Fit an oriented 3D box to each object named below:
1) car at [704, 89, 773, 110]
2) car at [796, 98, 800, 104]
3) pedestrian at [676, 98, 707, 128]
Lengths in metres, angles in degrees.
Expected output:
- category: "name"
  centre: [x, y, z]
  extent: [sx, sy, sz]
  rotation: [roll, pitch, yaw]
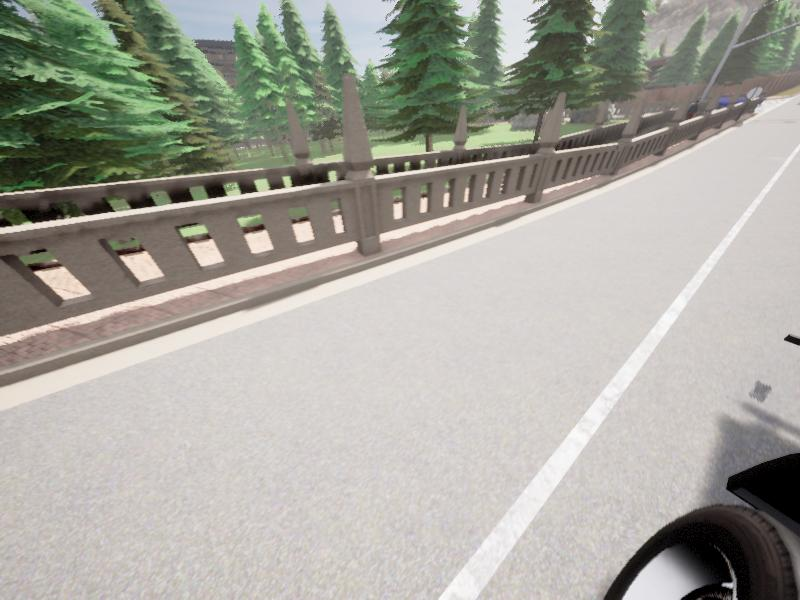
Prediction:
- category: "car"
  centre: [42.589, -25.300, 29.197]
  extent: [2.007, 1.525, 4.514]
  rotation: [-29, 43, -25]
- category: "car"
  centre: [47.365, -22.454, 24.720]
  extent: [4.553, 1.767, 2.097]
  rotation: [29, 51, 36]
- category: "pedestrian"
  centre: [24.574, -15.739, 19.487]
  extent: [0.751, 1.860, 0.751]
  rotation: [-26, 42, -22]
